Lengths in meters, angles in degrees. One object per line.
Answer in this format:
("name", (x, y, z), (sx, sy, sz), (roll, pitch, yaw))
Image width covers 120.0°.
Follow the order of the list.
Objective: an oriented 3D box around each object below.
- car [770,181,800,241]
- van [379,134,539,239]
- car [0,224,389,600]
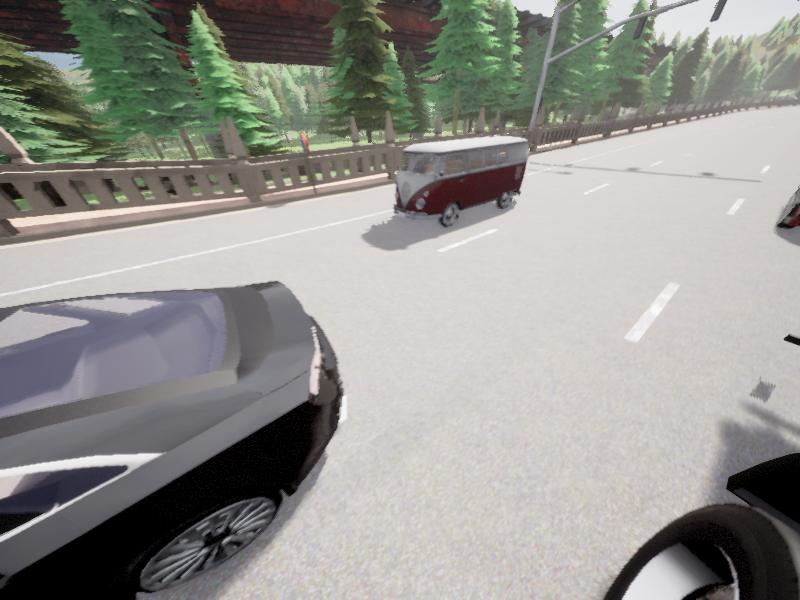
("car", (10.477, -2.336, 4.975), (4.181, 1.385, 1.994), (-26, 42, -26))
("van", (1.815, -3.640, 6.958), (4.442, 1.987, 1.775), (-25, 42, -27))
("car", (-2.715, 1.147, 1.053), (4.902, 1.511, 2.128), (-23, 41, -28))
